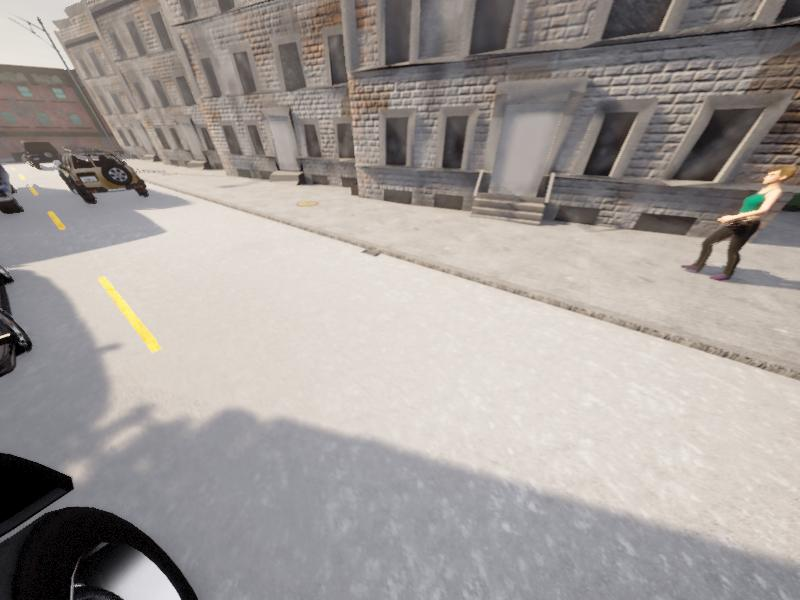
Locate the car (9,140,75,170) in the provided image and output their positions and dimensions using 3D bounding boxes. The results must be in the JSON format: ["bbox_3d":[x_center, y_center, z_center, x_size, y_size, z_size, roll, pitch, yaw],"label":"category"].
[{"bbox_3d":[-29.588,-12.045,19.119,3.866,1.878,1.905,20,40,25],"label":"car"}]

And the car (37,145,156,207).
[{"bbox_3d":[-13.142,-5.536,10.027,4.605,1.855,1.932,22,41,28],"label":"car"}]

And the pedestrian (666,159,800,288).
[{"bbox_3d":[5.747,-1.257,3.905,0.751,1.860,0.751,18,39,24],"label":"pedestrian"}]

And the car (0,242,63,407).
[{"bbox_3d":[-6.632,-0.066,2.744,5.357,1.411,2.033,21,40,27],"label":"car"}]

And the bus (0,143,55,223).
[{"bbox_3d":[-17.135,-5.442,7.800,10.273,4.253,3.944,22,41,28],"label":"bus"}]
